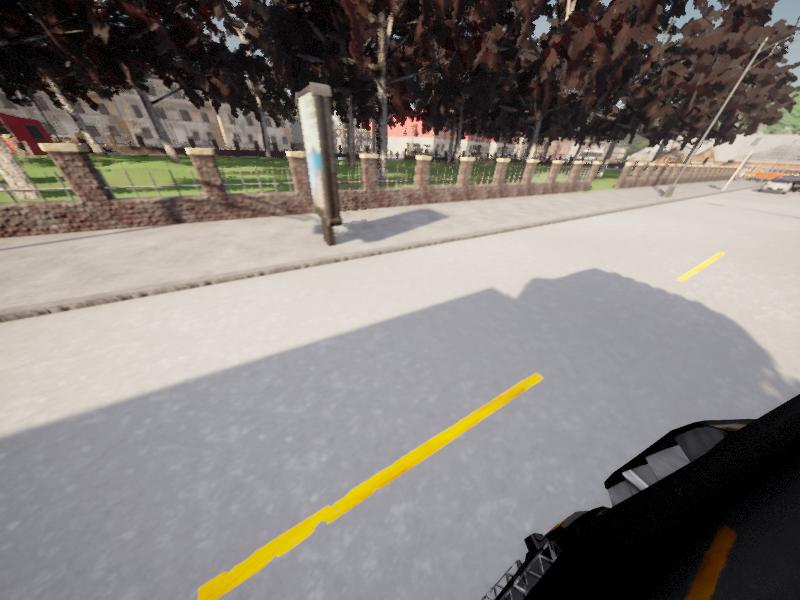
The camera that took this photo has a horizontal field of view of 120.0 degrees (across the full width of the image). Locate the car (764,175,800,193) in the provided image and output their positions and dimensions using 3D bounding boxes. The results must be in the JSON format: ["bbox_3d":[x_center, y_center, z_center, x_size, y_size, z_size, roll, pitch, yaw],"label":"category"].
[{"bbox_3d":[42.401,-12.707,25.163,5.357,1.411,2.033,-16,38,-27],"label":"car"}]

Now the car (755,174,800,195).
[{"bbox_3d":[36.560,-11.156,22.244,3.633,1.501,1.845,-17,39,-27],"label":"car"}]

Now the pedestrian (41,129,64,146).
[{"bbox_3d":[-46.296,-21.641,30.789,0.751,1.860,0.751,-8,35,-16],"label":"pedestrian"}]

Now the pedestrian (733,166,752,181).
[{"bbox_3d":[51.268,-18.952,34.596,0.751,1.860,0.751,-16,38,-26],"label":"pedestrian"}]

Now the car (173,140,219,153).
[{"bbox_3d":[-30.807,-23.320,35.098,4.902,1.511,2.128,-16,38,-26],"label":"car"}]

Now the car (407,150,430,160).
[{"bbox_3d":[3.924,-30.763,49.045,4.514,1.525,2.007,-16,38,-26],"label":"car"}]

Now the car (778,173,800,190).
[{"bbox_3d":[49.535,-14.747,28.628,5.366,1.575,1.801,-16,38,-26],"label":"car"}]

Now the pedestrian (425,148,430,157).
[{"bbox_3d":[6.765,-36.665,57.598,0.751,1.860,0.751,-25,43,-36],"label":"pedestrian"}]

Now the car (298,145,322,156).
[{"bbox_3d":[-16.518,-27.450,42.428,3.633,1.501,1.845,-16,38,-26],"label":"car"}]

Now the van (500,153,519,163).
[{"bbox_3d":[29.390,-38.115,62.064,4.480,2.038,2.069,-16,38,-26],"label":"van"}]

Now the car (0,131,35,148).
[{"bbox_3d":[-47.069,-18.631,26.741,4.514,1.525,2.007,-16,38,-26],"label":"car"}]

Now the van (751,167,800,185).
[{"bbox_3d":[60.101,-19.710,36.560,1.775,1.987,4.442,-16,38,-26],"label":"van"}]

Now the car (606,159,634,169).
[{"bbox_3d":[51.731,-32.032,54.431,1.905,1.878,3.866,-16,38,-26],"label":"car"}]

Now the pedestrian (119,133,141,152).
[{"bbox_3d":[-32.237,-18.761,27.595,0.751,1.860,0.751,-7,35,-14],"label":"pedestrian"}]

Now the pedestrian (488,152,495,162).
[{"bbox_3d":[21.092,-32.860,53.039,0.751,1.860,0.751,-16,38,-26],"label":"pedestrian"}]

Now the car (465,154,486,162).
[{"bbox_3d":[18.631,-34.803,56.708,4.892,1.490,1.837,-16,38,-26],"label":"car"}]

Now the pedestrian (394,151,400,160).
[{"bbox_3d":[-0.500,-26.366,42.064,0.751,1.300,0.751,19,37,22],"label":"pedestrian"}]

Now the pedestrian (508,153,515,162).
[{"bbox_3d":[27.180,-34.615,56.164,0.751,1.860,0.751,-16,38,-26],"label":"pedestrian"}]

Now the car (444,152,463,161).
[{"bbox_3d":[12.329,-33.191,53.339,3.705,1.549,1.789,-16,38,-26],"label":"car"}]
